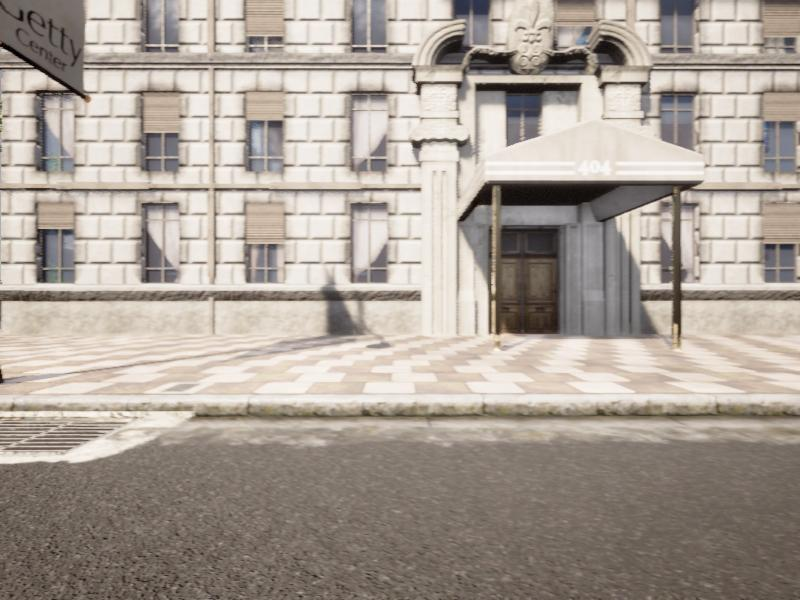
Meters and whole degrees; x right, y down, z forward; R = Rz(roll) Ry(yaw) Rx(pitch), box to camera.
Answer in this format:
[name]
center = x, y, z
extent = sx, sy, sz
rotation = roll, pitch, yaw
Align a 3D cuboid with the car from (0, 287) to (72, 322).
[car]
center = -19.959, 0.198, 20.514
extent = 2.152, 1.651, 5.027
rotation = 0, 0, 0
